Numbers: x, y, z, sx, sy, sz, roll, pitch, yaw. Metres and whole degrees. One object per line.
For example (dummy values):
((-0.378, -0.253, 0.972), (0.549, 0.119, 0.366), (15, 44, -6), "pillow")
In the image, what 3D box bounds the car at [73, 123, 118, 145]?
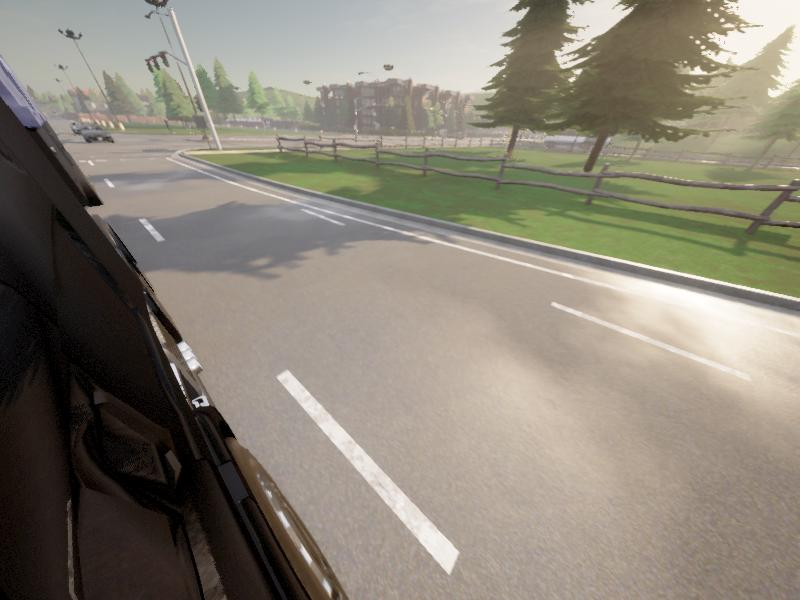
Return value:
((-28.888, -15.742, 21.892), (4.193, 1.474, 1.816), (28, 43, 30), "car")

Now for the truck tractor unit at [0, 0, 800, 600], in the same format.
((-2.645, -0.295, 0.351), (6.516, 4.208, 3.053), (28, 44, 30), "truck tractor unit")

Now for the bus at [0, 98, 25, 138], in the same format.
((-45.855, -20.509, 24.928), (10.273, 4.253, 3.944), (29, 44, 29), "bus")

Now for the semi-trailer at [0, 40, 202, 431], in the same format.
((-8.708, -3.580, 4.245), (14.254, 4.402, 2.717), (28, 43, 30), "semi-trailer")

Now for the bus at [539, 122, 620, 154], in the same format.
((32.024, -29.418, 41.806), (10.273, 4.253, 3.944), (28, 43, 30), "bus")

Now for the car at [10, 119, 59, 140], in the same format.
((-37.551, -17.614, 23.852), (4.902, 1.511, 2.128), (28, 43, 30), "car")

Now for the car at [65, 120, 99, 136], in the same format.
((-41.004, -22.142, 29.778), (3.806, 1.475, 1.970), (28, 43, 30), "car")
